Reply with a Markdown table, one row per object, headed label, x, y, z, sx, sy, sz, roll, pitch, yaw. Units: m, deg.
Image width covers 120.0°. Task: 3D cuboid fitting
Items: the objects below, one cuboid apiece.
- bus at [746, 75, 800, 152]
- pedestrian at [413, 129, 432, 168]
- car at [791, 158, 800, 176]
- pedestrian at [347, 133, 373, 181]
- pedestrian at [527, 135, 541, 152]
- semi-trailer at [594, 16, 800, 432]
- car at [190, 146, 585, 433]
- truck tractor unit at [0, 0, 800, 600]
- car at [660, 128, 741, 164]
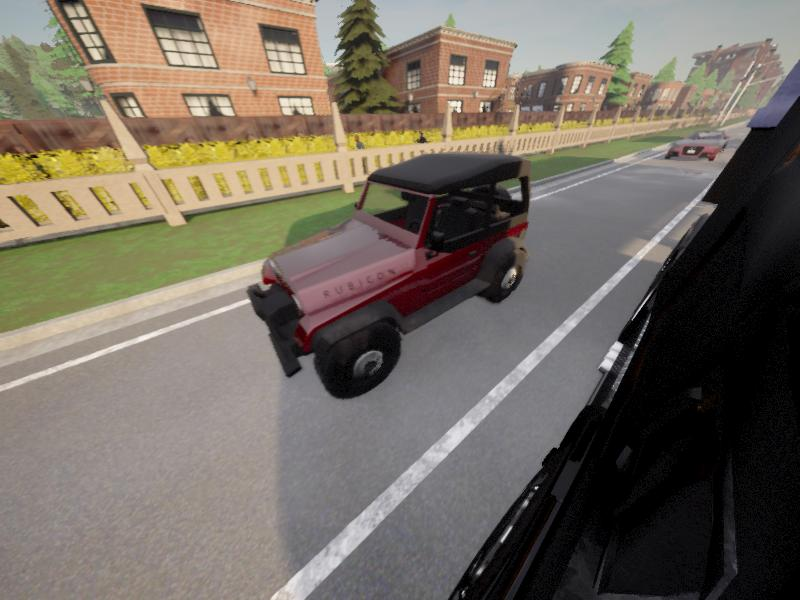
| label | x | y | z | sx | sy | sz | roll | pitch | yaw |
| --- | --- | --- | --- | --- | --- | --- | --- | --- | --- |
| bus | 28.894 | -13.070 | 15.688 | 10.273 | 4.253 | 3.944 | -26 | 43 | -28 |
| pedestrian | 1.325 | -8.918 | 13.636 | 0.751 | 1.860 | 0.751 | -26 | 43 | -28 |
| car | 17.207 | -5.379 | 8.468 | 4.902 | 1.511 | 2.128 | -28 | 42 | -31 |
| pedestrian | -1.877 | -6.773 | 10.979 | 0.751 | 1.860 | 0.751 | -22 | 41 | -24 |
| pedestrian | 10.665 | -12.512 | 18.465 | 0.500 | 1.100 | 0.500 | -17 | 39 | -18 |
| semi-trailer | 8.921 | -3.445 | 3.993 | 14.254 | 4.402 | 2.717 | -25 | 43 | -27 |
| car | 0.146 | -0.735 | 3.053 | 3.866 | 1.878 | 1.905 | -26 | 43 | -28 |
| truck tractor unit | 2.645 | -0.295 | 0.351 | 6.516 | 4.208 | 3.053 | -28 | 44 | -30 |
| car | 17.419 | -8.994 | 13.398 | 4.181 | 1.385 | 1.994 | -26 | 43 | -28 |
